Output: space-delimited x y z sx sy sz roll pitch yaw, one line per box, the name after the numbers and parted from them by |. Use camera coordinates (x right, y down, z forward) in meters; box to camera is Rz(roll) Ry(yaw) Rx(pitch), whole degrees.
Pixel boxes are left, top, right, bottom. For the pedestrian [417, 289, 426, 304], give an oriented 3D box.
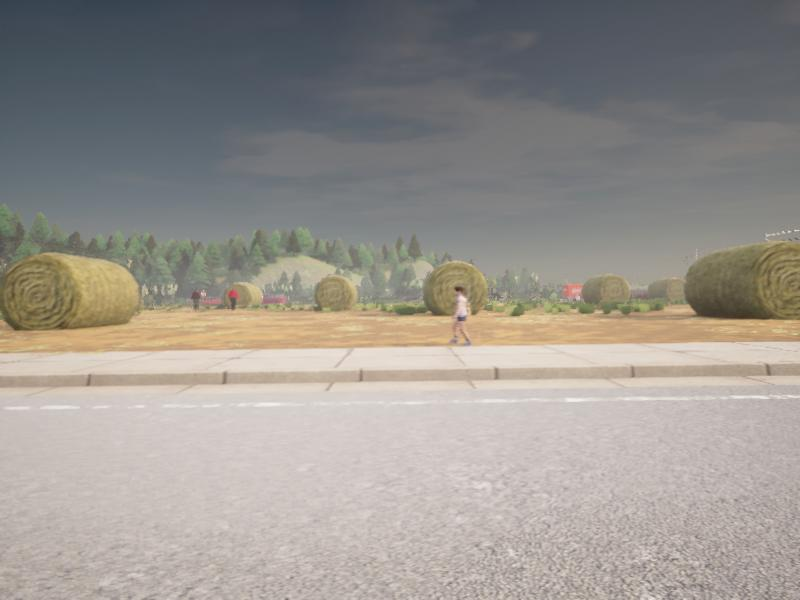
2.585 -0.423 48.316 0.751 1.860 0.751 -1 0 -38 | pedestrian

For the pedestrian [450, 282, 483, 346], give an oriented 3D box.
1.195 0.248 7.186 0.500 1.100 0.500 -1 0 18 | pedestrian

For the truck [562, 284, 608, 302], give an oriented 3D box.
25.682 -0.959 55.788 5.204 2.467 2.627 -1 0 4 | truck

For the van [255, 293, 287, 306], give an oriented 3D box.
-20.099 -0.048 62.325 4.442 1.987 1.775 -1 0 4 | van

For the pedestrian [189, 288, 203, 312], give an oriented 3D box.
-16.054 -0.025 31.503 0.751 1.860 0.751 -1 0 39 | pedestrian

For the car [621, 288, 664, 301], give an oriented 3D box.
33.476 -0.735 55.275 4.553 1.767 2.097 -1 0 4 | car

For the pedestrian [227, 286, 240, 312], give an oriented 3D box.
-12.204 -0.070 29.292 0.751 1.860 0.751 -1 0 -30 | pedestrian
